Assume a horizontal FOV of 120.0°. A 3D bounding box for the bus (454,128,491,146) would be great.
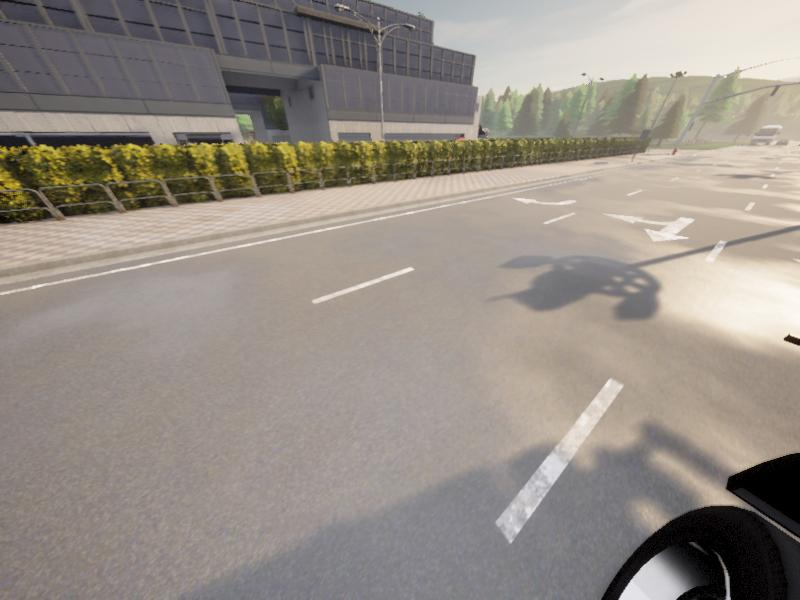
[{"bbox_3d":[22.431,-51.096,72.514,3.944,4.253,10.273,-22,40,-27],"label":"bus"}]
